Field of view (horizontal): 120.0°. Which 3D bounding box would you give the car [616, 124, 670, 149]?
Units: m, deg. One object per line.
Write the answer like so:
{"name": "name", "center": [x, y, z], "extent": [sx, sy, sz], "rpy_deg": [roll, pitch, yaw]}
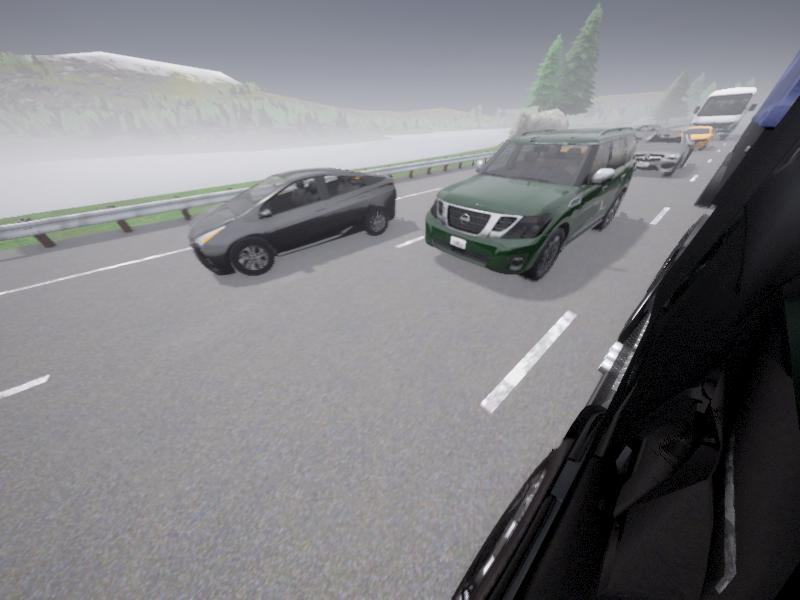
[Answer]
{"name": "car", "center": [22.606, -15.259, 21.510], "extent": [4.611, 1.667, 2.242], "rpy_deg": [-28, 43, -30]}

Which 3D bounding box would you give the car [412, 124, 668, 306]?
{"name": "car", "center": [3.040, -2.338, 4.913], "extent": [5.566, 2.045, 2.150], "rpy_deg": [-28, 44, -30]}

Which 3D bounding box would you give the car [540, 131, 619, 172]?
{"name": "car", "center": [10.749, -8.951, 13.767], "extent": [5.366, 1.575, 1.801], "rpy_deg": [-28, 44, -30]}

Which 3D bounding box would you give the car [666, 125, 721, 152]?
{"name": "car", "center": [23.530, -12.968, 18.483], "extent": [5.008, 1.535, 1.882], "rpy_deg": [-28, 43, -30]}

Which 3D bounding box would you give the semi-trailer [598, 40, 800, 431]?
{"name": "semi-trailer", "center": [8.695, -3.581, 4.268], "extent": [14.254, 4.402, 2.717], "rpy_deg": [-28, 44, -30]}

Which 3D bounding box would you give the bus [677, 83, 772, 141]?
{"name": "bus", "center": [35.654, -20.394, 25.523], "extent": [10.273, 4.253, 3.944], "rpy_deg": [-27, 43, -31]}

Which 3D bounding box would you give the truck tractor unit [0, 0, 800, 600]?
{"name": "truck tractor unit", "center": [2.645, -0.295, 0.352], "extent": [6.516, 4.208, 3.053], "rpy_deg": [-28, 44, -30]}

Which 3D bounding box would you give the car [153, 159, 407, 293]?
{"name": "car", "center": [-2.197, -2.079, 5.302], "extent": [4.514, 1.525, 2.007], "rpy_deg": [-28, 44, -30]}

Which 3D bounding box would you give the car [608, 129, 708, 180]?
{"name": "car", "center": [12.794, -7.321, 11.423], "extent": [5.027, 1.651, 2.152], "rpy_deg": [-28, 43, -30]}
